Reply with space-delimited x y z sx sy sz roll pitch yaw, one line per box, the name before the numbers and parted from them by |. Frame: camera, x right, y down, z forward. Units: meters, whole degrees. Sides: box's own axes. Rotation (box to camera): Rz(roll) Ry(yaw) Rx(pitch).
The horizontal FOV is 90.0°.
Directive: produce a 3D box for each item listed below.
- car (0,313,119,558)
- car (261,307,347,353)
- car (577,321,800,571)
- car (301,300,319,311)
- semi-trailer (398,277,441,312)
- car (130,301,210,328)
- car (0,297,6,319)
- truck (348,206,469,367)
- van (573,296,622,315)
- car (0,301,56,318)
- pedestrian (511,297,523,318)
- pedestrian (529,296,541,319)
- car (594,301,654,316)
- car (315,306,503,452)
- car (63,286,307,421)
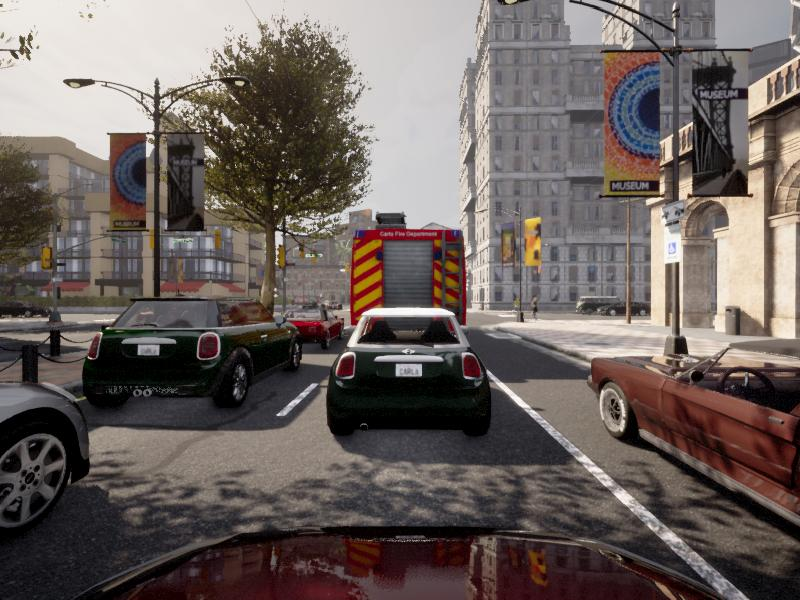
car | -3.473 0.853 1.600 1.970 1.475 3.806 0 0 1
car | -3.218 0.944 14.445 1.895 1.301 4.718 0 0 1
car | 3.308 0.938 3.058 1.895 1.301 4.718 0 0 1
car | -13.798 0.815 61.323 1.789 1.549 3.705 0 0 1
semi-trailer | 2.403 -0.618 57.545 2.717 4.402 14.254 0 0 -12
car | -14.217 0.828 25.120 2.007 1.525 4.514 0 0 9
car | -35.827 0.646 33.530 3.866 1.878 1.905 0 0 2
truck | 0.274 -0.321 13.781 2.891 3.827 8.468 0 0 1
van | 21.300 0.599 43.240 4.442 1.987 1.775 0 0 1
car | -35.043 0.844 37.036 4.892 1.490 1.837 0 0 1
pedestrian | 10.273 0.637 35.153 0.751 1.860 0.751 0 0 -3
pedestrian | 11.063 0.637 32.792 0.751 1.860 0.751 0 0 5
car | 22.181 0.844 39.726 4.892 1.490 1.837 0 0 1
car | 0.119 0.853 6.110 1.970 1.475 3.806 0 0 1
car | -3.355 0.694 7.527 2.097 1.767 4.553 0 0 1
